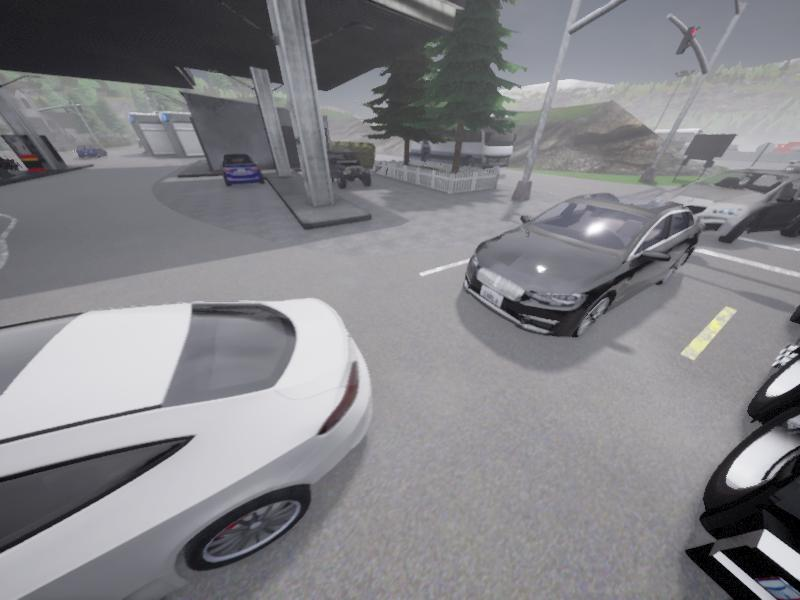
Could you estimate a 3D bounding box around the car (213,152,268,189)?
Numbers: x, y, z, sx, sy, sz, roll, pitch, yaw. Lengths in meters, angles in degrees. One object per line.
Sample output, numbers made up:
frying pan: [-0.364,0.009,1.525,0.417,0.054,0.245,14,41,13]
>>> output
car: [-10.442,-8.662,15.208,2.242,1.667,4.611,-18,39,-25]

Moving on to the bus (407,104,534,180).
bus: [5.033,-13.651,20.137,3.944,4.253,10.273,-18,39,-24]

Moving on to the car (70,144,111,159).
car: [-41.593,-20.072,31.192,1.816,1.474,4.193,-18,39,-24]

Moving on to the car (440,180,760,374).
car: [3.389,-0.962,4.063,4.902,1.511,2.128,-18,39,-24]

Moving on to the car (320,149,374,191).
car: [-3.366,-8.245,14.402,1.905,1.878,3.866,-18,39,-25]

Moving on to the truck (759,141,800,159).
truck: [66.886,-25.600,39.451,2.627,2.467,5.204,-18,39,-24]

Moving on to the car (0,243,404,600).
car: [-2.458,1.051,1.347,4.674,1.442,1.812,-18,38,-25]

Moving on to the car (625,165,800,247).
car: [10.120,-2.961,6.940,4.611,1.667,2.242,-7,35,-13]

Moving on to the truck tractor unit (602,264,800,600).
truck tractor unit: [5.110,-0.302,0.778,6.516,4.208,3.053,-18,39,-24]

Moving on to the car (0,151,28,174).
car: [-32.124,-10.520,17.761,1.994,1.385,4.181,-18,39,-24]

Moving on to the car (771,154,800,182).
car: [29.235,-9.403,16.386,4.974,1.542,2.038,-18,39,-24]

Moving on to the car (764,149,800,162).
car: [58.644,-21.376,34.179,1.837,1.490,4.892,-18,38,-24]
